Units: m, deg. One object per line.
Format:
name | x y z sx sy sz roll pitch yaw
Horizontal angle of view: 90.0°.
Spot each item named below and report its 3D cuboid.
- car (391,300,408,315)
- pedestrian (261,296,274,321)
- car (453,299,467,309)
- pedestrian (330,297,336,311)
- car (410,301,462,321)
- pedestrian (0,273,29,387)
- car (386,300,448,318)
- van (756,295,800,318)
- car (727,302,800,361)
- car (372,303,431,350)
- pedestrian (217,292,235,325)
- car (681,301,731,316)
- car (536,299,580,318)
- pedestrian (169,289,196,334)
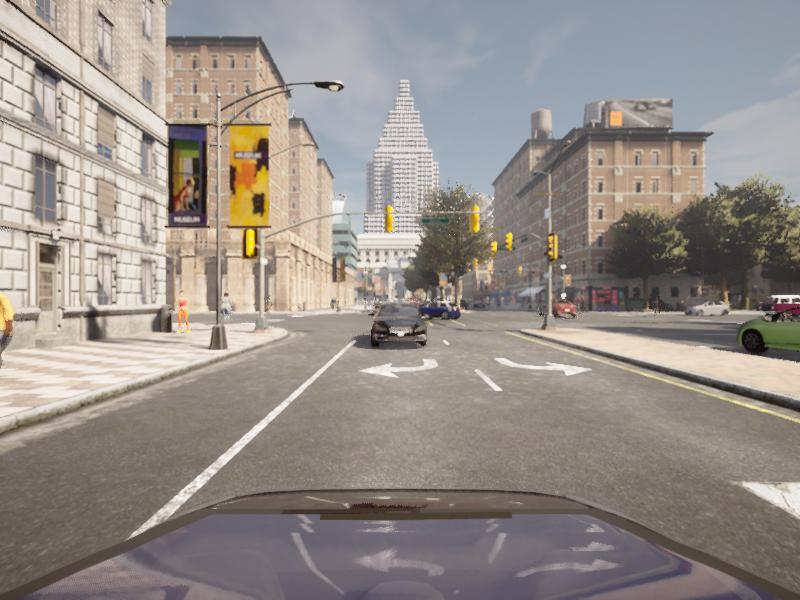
car | -0.061 0.823 45.743 1.882 1.535 5.008 0 0 0
pedestrian | -10.133 0.637 30.616 0.751 1.860 0.751 0 0 3
car | 11.394 0.653 76.037 1.932 1.855 4.605 0 0 0
pedestrian | -8.775 0.485 52.465 0.751 1.860 0.751 0 0 -3
car | 2.949 0.853 32.821 3.806 1.475 1.970 0 0 36
pedestrian | -6.976 0.485 6.779 0.751 1.860 0.751 0 0 -18
car | 1.515 0.801 36.419 5.366 1.575 1.801 0 0 -20
van | 35.625 0.571 36.513 4.480 2.038 2.069 0 0 0
car | 11.477 0.829 10.569 2.007 1.525 4.514 0 0 0
car | -0.061 0.846 14.969 1.837 1.490 4.892 0 0 -2
pedestrian | -9.950 0.485 22.914 0.751 1.860 0.751 0 0 -6
car | 30.550 0.826 39.979 3.633 1.501 1.845 0 0 0
car | 14.946 0.780 38.198 2.152 1.651 5.027 0 0 0
pedestrian | -9.177 0.485 16.923 0.751 1.860 0.751 0 0 -4
